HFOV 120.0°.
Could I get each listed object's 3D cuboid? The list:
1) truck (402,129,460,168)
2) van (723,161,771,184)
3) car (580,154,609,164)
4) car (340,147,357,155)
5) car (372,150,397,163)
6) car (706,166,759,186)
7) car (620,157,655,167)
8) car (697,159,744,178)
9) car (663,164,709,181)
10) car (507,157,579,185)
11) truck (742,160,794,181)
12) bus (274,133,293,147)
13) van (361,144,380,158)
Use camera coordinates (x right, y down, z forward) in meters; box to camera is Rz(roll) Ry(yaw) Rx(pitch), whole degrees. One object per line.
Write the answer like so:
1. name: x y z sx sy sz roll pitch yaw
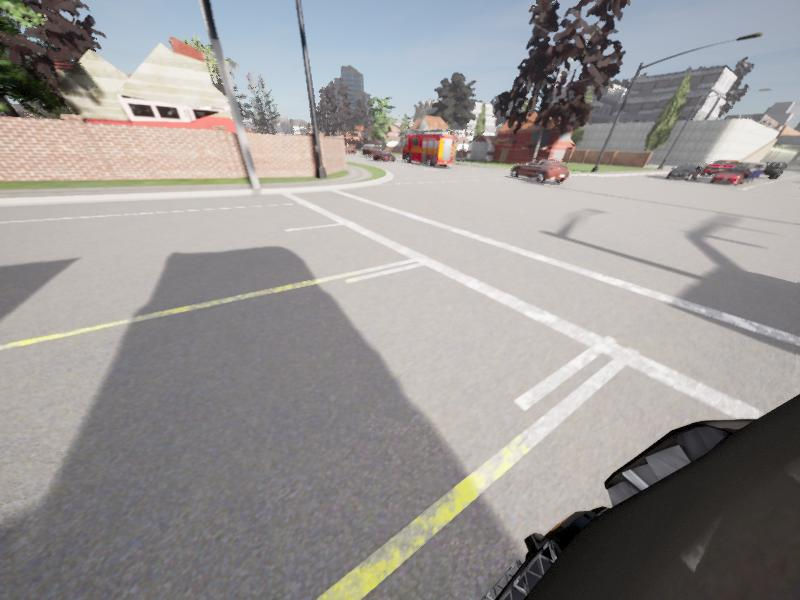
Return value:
1. truck: 3.703 -20.248 30.895 2.891 3.827 8.468 -17 39 -26
2. van: 39.016 -14.393 25.978 4.442 1.987 1.775 -17 38 -26
3. car: 45.316 -32.946 53.962 1.932 1.855 4.605 -17 39 -26
4. car: -11.536 -33.288 51.583 1.895 1.301 4.718 -18 39 -27
5. car: -2.340 -21.170 34.099 1.994 1.385 4.181 -18 39 -27
6. car: 33.757 -12.616 23.437 4.514 1.525 2.007 -17 38 -26
7. car: 51.974 -30.212 50.638 2.128 1.511 4.902 -17 39 -26
8. car: 44.194 -18.171 31.834 5.566 2.045 2.150 -16 38 -25
9. car: 32.175 -14.398 26.014 4.892 1.490 1.837 -17 38 -26
10. car: 11.940 -11.124 19.804 2.152 1.651 5.027 -6 35 -13
11. truck: 49.796 -17.580 31.242 6.274 2.098 2.390 -17 38 -25
12. bus: -45.056 -61.866 89.300 3.944 4.253 10.273 -18 39 -27
13. van: -5.641 -28.158 43.712 1.775 1.987 4.442 -18 39 -27
